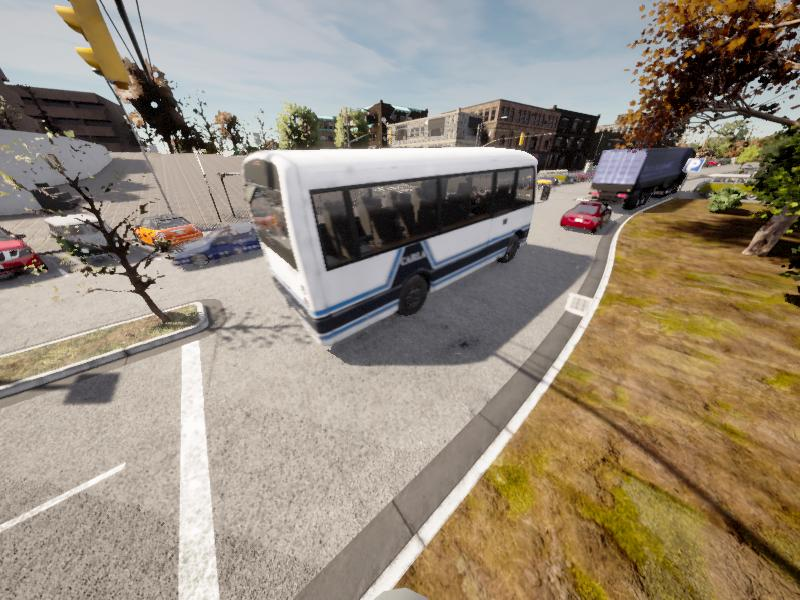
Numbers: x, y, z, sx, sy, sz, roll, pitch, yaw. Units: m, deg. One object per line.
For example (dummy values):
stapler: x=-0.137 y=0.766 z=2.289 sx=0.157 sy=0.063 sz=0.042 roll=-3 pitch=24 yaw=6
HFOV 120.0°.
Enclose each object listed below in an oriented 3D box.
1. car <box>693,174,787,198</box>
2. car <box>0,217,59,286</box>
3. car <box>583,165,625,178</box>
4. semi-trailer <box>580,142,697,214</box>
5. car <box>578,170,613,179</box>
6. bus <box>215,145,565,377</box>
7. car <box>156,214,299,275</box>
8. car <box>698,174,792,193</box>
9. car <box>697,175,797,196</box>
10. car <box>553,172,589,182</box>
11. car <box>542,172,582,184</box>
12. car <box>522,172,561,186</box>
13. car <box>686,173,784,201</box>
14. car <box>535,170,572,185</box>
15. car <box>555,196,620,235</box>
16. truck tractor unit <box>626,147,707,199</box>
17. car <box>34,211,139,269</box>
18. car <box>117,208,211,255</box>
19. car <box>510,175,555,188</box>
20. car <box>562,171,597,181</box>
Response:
car: x=33.092 y=-11.306 z=22.797 sx=4.553 sy=1.767 sz=2.185 roll=20 pitch=37 yaw=31
car: x=-18.453 y=-2.226 z=10.271 sx=5.566 sy=2.045 sz=2.435 roll=15 pitch=34 yaw=27
car: x=39.365 y=-24.796 z=44.732 sx=5.566 sy=2.045 sz=2.435 roll=20 pitch=37 yaw=33
semi-trailer: x=21.238 y=-10.942 z=20.200 sx=14.254 sy=4.402 sz=2.717 roll=-21 pitch=36 yaw=-29
car: x=36.781 y=-23.674 z=43.552 sx=4.674 sy=1.452 sz=2.002 roll=20 pitch=37 yaw=33
bus: x=0.916 y=-2.739 z=8.042 sx=10.273 sy=4.253 sz=3.944 roll=-26 pitch=40 yaw=-33
car: x=-8.350 y=-3.050 z=11.738 sx=5.357 sy=1.411 sz=2.033 roll=-24 pitch=38 yaw=-31
car: x=37.900 y=-13.039 z=25.682 sx=5.366 sy=1.575 sz=1.946 roll=21 pitch=38 yaw=31
car: x=35.730 y=-12.037 z=24.127 sx=5.366 sy=1.575 sz=1.946 roll=21 pitch=37 yaw=31
car: x=29.144 y=-21.005 z=39.471 sx=4.674 sy=1.452 sz=2.002 roll=19 pitch=37 yaw=32
car: x=26.611 y=-20.140 z=38.075 sx=4.892 sy=1.521 sz=2.231 roll=19 pitch=36 yaw=32
car: x=21.562 y=-18.424 z=35.211 sx=4.553 sy=1.767 sz=2.185 roll=19 pitch=36 yaw=31
car: x=30.571 y=-10.506 z=21.390 sx=4.442 sy=1.987 sz=1.878 roll=20 pitch=38 yaw=31
car: x=24.186 y=-19.390 z=36.497 sx=4.442 sy=1.987 sz=1.878 roll=19 pitch=36 yaw=31
car: x=11.710 y=-5.385 z=14.380 sx=4.181 sy=1.385 sz=1.994 roll=-28 pitch=41 yaw=-35
truck tractor unit: x=27.710 y=-13.343 z=24.072 sx=6.516 sy=4.208 sz=3.053 roll=-21 pitch=36 yaw=-28
car: x=-16.054 y=-3.211 z=11.856 sx=4.442 sy=1.987 sz=1.878 roll=15 pitch=34 yaw=27
car: x=-13.789 y=-4.164 z=13.541 sx=4.553 sy=1.767 sz=2.185 roll=15 pitch=35 yaw=27
car: x=19.246 y=-17.332 z=33.735 sx=5.366 sy=1.575 sz=1.946 roll=18 pitch=36 yaw=31
car: x=31.680 y=-21.906 z=40.851 sx=4.674 sy=1.452 sz=2.002 roll=19 pitch=36 yaw=32
